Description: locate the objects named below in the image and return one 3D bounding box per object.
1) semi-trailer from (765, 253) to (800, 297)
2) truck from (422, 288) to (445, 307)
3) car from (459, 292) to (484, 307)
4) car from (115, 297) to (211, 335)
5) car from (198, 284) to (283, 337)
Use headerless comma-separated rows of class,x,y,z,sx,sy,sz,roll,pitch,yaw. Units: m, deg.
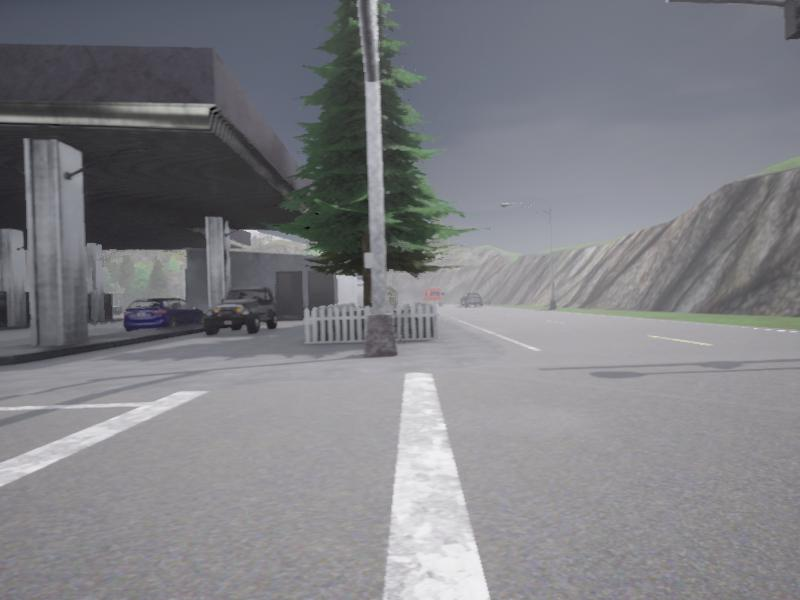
semi-trailer,41.499,-2.513,36.775,2.717,4.402,14.254,-2,0,-1
truck,4.735,-0.376,57.441,2.627,2.467,5.204,-2,0,-1
car,8.341,-0.050,46.885,2.033,1.649,4.856,-2,0,0
car,-12.063,0.730,20.860,2.242,1.667,4.611,-2,0,0
car,-6.394,0.385,16.542,1.905,1.878,3.866,-2,0,0
